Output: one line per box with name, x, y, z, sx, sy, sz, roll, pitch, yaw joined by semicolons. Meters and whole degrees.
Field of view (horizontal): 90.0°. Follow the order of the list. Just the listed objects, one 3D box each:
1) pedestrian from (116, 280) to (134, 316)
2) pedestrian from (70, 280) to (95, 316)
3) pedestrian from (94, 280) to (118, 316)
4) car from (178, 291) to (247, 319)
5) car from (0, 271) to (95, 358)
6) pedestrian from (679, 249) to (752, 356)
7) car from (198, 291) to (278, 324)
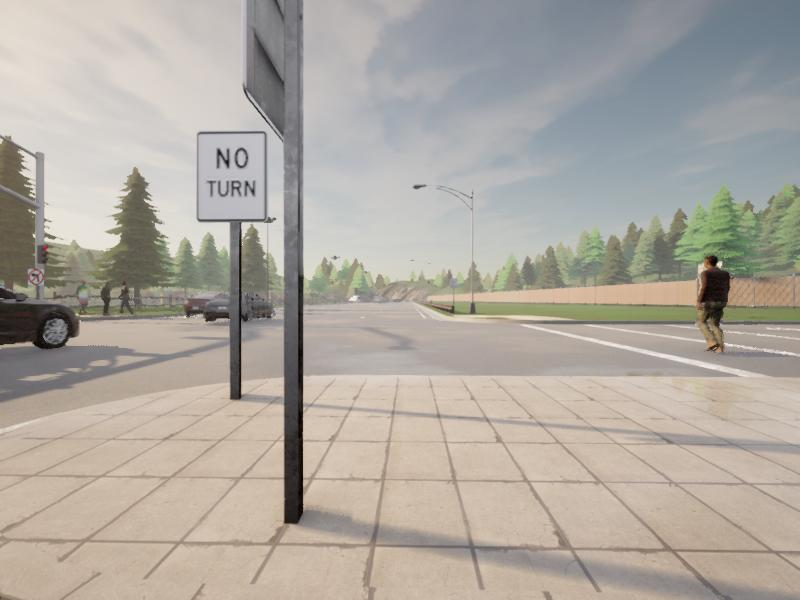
pedestrian;-14.615;-0.115;21.293;0.751;1.860;0.751;0;0;-31
pedestrian;-17.001;-0.115;21.410;0.751;1.860;0.751;0;0;7
pedestrian;-15.733;-0.115;21.423;0.751;1.860;0.751;0;0;5
car;-10.848;0.270;23.555;1.812;1.442;4.674;0;0;1
car;-7.720;0.245;6.433;1.837;1.490;4.892;0;0;1
pedestrian;5.746;0.037;7.332;0.751;1.860;0.751;0;0;-2
car;-7.446;0.307;18.893;1.994;1.385;4.181;0;0;1
